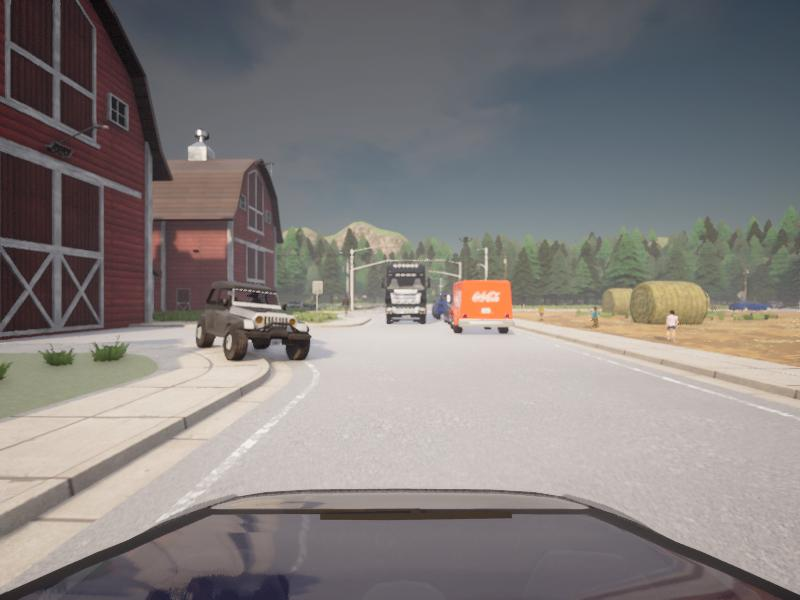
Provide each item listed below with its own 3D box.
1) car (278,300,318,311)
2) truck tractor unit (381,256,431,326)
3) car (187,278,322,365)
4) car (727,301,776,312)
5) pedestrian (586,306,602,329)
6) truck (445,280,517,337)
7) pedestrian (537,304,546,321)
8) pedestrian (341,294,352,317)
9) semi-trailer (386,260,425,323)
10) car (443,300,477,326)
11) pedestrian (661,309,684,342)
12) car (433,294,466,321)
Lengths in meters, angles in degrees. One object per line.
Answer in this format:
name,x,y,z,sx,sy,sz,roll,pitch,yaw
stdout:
car,-14.497,0.789,57.097,5.238,1.638,1.930,0,0,2
truck tractor unit,0.408,-0.525,27.283,3.053,4.208,6.516,0,0,1
car,-3.994,0.486,10.647,1.905,1.878,3.866,8,-3,-41
car,48.313,0.842,55.065,5.008,1.535,1.882,0,0,2
pedestrian,9.476,0.863,19.513,0.500,1.100,0.500,0,0,-8
truck,3.804,0.352,19.966,2.627,2.467,5.204,0,0,1
pedestrian,9.687,0.861,27.386,0.500,1.100,0.500,0,0,13
pedestrian,-4.438,0.476,33.159,0.751,1.860,0.751,0,0,3
semi-trailer,0.769,-0.637,35.184,2.717,4.402,14.254,0,0,3
car,3.896,0.811,26.475,1.789,1.549,3.705,0,0,1
pedestrian,9.277,0.863,13.635,0.500,1.100,0.500,0,0,15
car,3.983,0.563,33.107,2.150,2.045,5.566,0,0,1
